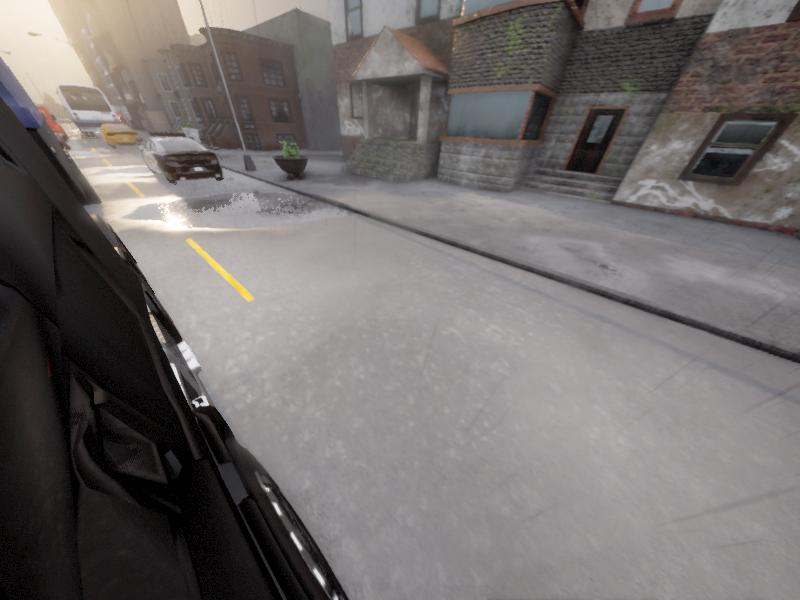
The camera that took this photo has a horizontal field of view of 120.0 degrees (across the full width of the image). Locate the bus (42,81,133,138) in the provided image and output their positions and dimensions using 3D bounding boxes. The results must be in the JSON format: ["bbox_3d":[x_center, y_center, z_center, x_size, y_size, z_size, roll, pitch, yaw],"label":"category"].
[{"bbox_3d":[-34.898,-20.993,25.861,10.273,4.253,3.944,29,44,31],"label":"bus"}]

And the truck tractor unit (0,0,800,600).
[{"bbox_3d":[-2.645,-0.295,0.352,6.516,4.208,3.053,28,44,30],"label":"truck tractor unit"}]

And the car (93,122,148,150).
[{"bbox_3d":[-22.493,-13.214,18.552,5.008,1.535,1.882,29,44,30],"label":"car"}]

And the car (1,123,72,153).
[{"bbox_3d":[-24.328,-10.991,15.608,4.181,1.385,1.994,29,44,30],"label":"car"}]

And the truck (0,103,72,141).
[{"bbox_3d":[-32.477,-15.880,20.698,5.204,2.467,2.627,28,44,31],"label":"truck"}]

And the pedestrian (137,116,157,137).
[{"bbox_3d":[-29.856,-20.462,27.266,0.751,1.860,0.751,25,42,27],"label":"pedestrian"}]

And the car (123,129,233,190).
[{"bbox_3d":[-9.684,-6.270,10.029,5.238,1.638,1.930,29,44,30],"label":"car"}]

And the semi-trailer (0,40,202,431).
[{"bbox_3d":[-8.713,-3.598,4.209,14.254,4.402,2.717,28,44,30],"label":"semi-trailer"}]

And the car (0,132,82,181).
[{"bbox_3d":[-15.908,-6.360,10.034,4.718,1.301,1.895,29,44,30],"label":"car"}]
